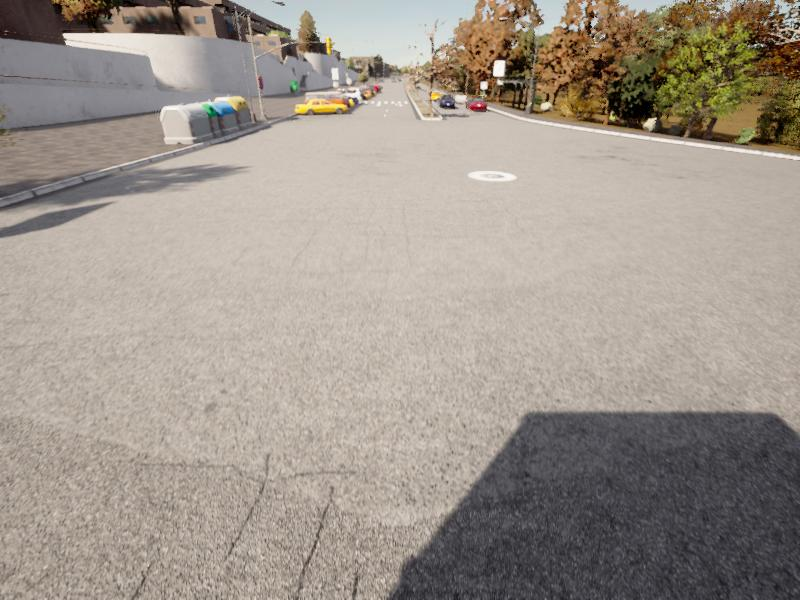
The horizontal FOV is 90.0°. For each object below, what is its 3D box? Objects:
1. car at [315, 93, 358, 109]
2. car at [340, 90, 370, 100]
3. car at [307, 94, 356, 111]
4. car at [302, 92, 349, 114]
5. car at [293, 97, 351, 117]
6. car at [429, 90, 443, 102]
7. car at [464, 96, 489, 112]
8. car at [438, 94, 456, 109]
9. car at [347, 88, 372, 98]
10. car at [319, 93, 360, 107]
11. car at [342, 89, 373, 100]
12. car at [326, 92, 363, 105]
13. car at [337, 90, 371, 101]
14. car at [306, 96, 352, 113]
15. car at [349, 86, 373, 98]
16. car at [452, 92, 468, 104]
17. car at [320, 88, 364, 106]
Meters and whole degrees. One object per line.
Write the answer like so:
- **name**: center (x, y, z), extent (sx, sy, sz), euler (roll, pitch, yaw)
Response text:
- **car**: center (-8.064, -25.277, 50.800), extent (4.892, 1.521, 2.231), euler (-11, 31, -17)
- **car**: center (-8.097, -36.731, 71.713), extent (4.792, 1.488, 2.163), euler (-11, 30, -17)
- **car**: center (-8.244, -23.804, 48.132), extent (5.366, 1.575, 1.946), euler (-11, 31, -17)
- **car**: center (-7.964, -21.163, 42.900), extent (4.442, 1.987, 1.878), euler (-11, 30, -17)
- **car**: center (-7.898, -19.535, 40.419), extent (5.366, 1.575, 1.946), euler (-11, 30, -17)
- **car**: center (5.818, -33.567, 65.827), extent (1.882, 1.535, 5.008), euler (0, 29, 0)
- **car**: center (8.830, -22.773, 46.414), extent (1.994, 1.385, 4.181), euler (0, 29, 0)
- **car**: center (5.828, -24.832, 50.023), extent (1.816, 1.474, 4.193), euler (0, 29, 0)
- **car**: center (-8.044, -41.167, 79.513), extent (4.553, 1.767, 2.185), euler (-11, 30, -17)
- **car**: center (-8.076, -26.723, 53.412), extent (5.008, 1.535, 2.097), euler (-11, 30, -17)
- **car**: center (-7.897, -38.228, 74.385), extent (5.366, 1.575, 1.946), euler (-11, 30, -17)
- **car**: center (-8.080, -29.602, 58.637), extent (4.892, 1.521, 2.231), euler (-11, 30, -17)
- **car**: center (-7.898, -35.372, 69.146), extent (5.366, 1.575, 1.946), euler (-11, 30, -17)
- **car**: center (-8.096, -22.357, 45.584), extent (4.792, 1.488, 2.163), euler (-11, 31, -17)
- **car**: center (-7.966, -42.711, 82.119), extent (4.442, 1.987, 1.878), euler (-11, 30, -17)
- **car**: center (8.822, -29.874, 59.104), extent (1.845, 1.501, 3.633), euler (0, 29, 0)
- **car**: center (-8.100, -28.375, 55.886), extent (5.566, 2.045, 2.435), euler (-11, 31, -17)
